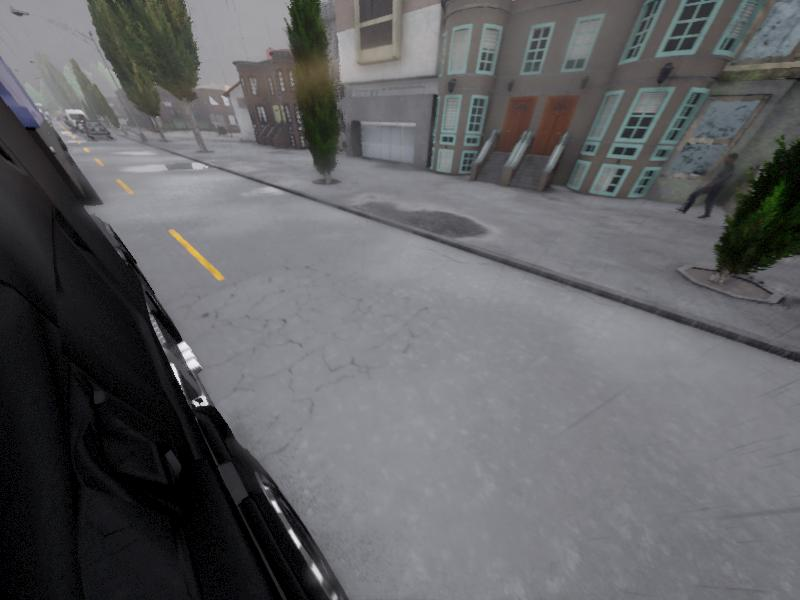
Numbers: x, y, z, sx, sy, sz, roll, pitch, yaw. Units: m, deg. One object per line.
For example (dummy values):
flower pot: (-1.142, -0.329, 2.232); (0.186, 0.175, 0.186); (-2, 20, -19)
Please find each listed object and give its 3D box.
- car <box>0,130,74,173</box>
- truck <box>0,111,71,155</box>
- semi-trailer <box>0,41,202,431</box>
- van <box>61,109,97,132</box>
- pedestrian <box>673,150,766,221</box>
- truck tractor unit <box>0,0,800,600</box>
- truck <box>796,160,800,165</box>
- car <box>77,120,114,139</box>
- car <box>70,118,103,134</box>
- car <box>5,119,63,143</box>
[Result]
car: (-17.949, -7.275, 11.165); (4.181, 1.385, 1.994); (28, 44, 30)
truck: (-25.300, -11.487, 15.756); (6.274, 2.098, 2.390); (28, 44, 30)
semi-trailer: (-8.712, -3.587, 4.228); (14.254, 4.402, 2.717); (28, 44, 30)
van: (-49.303, -27.564, 35.481); (5.915, 2.561, 1.988); (28, 44, 30)
pedestrian: (9.917, -3.591, 7.307); (0.751, 1.860, 0.751); (23, 41, 26)
truck tractor unit: (-2.645, -0.295, 0.351); (6.516, 4.208, 3.053); (28, 44, 30)
truck: (55.867, -18.750, 28.941); (2.891, 3.827, 8.468); (28, 44, 30)
car: (-33.806, -18.914, 25.650); (3.705, 1.549, 1.789); (28, 44, 30)
car: (-42.580, -23.609, 31.366); (3.988, 1.617, 1.851); (28, 44, 30)
car: (-32.653, -15.161, 20.726); (4.902, 1.511, 2.128); (28, 44, 30)
